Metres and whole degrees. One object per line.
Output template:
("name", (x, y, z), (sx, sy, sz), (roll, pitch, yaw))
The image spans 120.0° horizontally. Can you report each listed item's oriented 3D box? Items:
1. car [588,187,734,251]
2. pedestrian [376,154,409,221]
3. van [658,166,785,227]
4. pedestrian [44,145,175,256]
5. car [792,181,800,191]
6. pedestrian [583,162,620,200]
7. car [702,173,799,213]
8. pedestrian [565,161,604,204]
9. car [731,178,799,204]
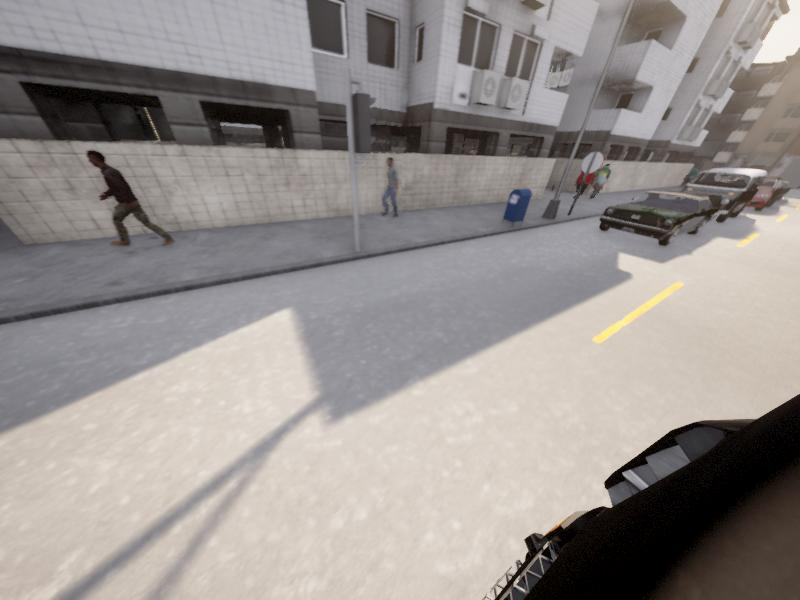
("car", (9.062, -2.999, 8.014), (4.718, 1.301, 1.895), (-16, 38, -26))
("pedestrian", (-0.261, -3.677, 7.606), (0.751, 1.860, 0.751), (-15, 37, -25))
("van", (14.855, -4.957, 10.730), (4.480, 2.038, 2.069), (-16, 38, -26))
("pedestrian", (-5.495, -1.934, 4.581), (0.751, 1.860, 0.751), (-14, 37, -24))
("car", (45.845, -11.788, 23.950), (5.357, 1.411, 2.033), (9, 34, 10))
("pedestrian", (11.414, -6.768, 13.146), (0.751, 1.860, 0.751), (-20, 39, -30))
("car", (21.362, -6.653, 14.113), (4.611, 1.667, 2.242), (-16, 38, -26))
("pedestrian", (9.523, -6.088, 11.978), (0.751, 1.860, 0.751), (-23, 41, -34))
("car", (27.072, -8.148, 17.140), (4.718, 1.301, 1.895), (-16, 38, -26))
